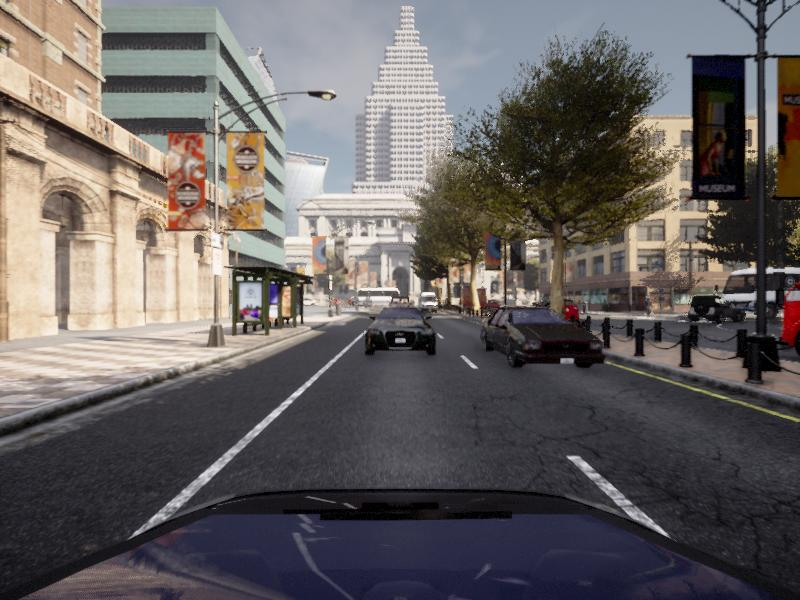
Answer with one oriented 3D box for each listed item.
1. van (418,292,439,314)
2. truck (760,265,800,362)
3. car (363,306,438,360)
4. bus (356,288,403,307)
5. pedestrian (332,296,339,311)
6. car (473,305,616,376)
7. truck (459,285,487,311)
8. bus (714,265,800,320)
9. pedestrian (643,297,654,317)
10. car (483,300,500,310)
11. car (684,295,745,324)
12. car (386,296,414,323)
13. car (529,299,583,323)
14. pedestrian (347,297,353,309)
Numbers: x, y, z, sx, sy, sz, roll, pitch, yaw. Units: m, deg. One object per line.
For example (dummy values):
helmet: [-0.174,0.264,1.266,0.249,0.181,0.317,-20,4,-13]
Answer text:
van: [3.438,0.312,49.333,1.988,2.561,5.915,0,0,-1]
truck: [11.506,0.356,8.723,2.627,2.467,5.204,0,0,0]
car: [0.014,0.905,12.712,1.994,1.385,4.181,0,0,0]
bus: [-4.466,-0.556,88.443,10.273,4.253,3.944,0,0,0]
pedestrian: [-8.415,0.474,52.241,0.751,1.860,0.751,0,0,7]
car: [3.510,0.892,11.049,2.033,1.411,5.357,0,0,0]
truck: [11.556,-0.333,63.988,2.891,3.827,8.468,0,0,0]
bus: [32.497,-0.539,32.910,10.273,4.253,3.944,0,0,-1]
pedestrian: [22.626,0.630,36.442,0.751,1.860,0.751,0,0,25]
car: [15.055,0.774,65.713,1.851,1.617,3.988,0,0,0]
car: [22.207,0.640,28.243,3.866,1.878,1.905,0,0,-26]
car: [0.025,0.639,28.984,1.905,1.878,3.866,0,0,0]
car: [11.520,0.750,29.947,2.242,1.667,4.611,0,0,0]
pedestrian: [-8.137,0.472,64.894,0.751,1.860,0.751,0,0,13]
